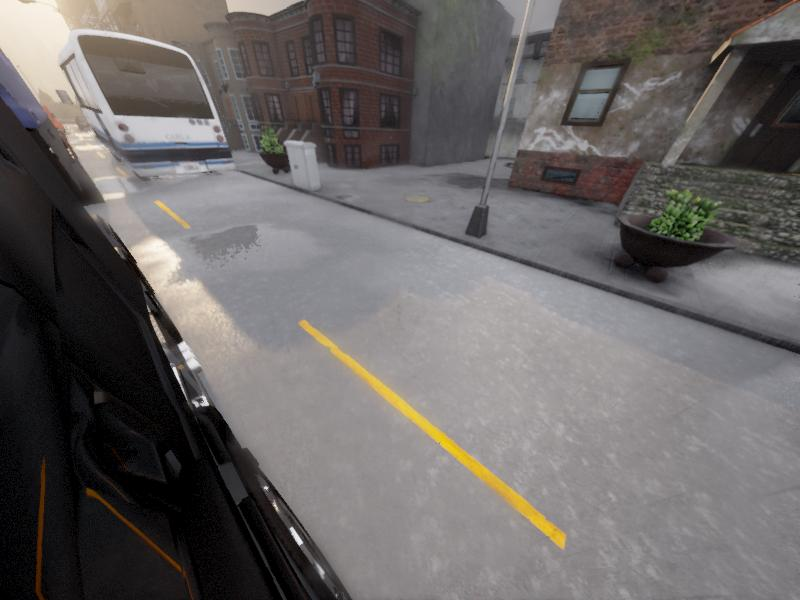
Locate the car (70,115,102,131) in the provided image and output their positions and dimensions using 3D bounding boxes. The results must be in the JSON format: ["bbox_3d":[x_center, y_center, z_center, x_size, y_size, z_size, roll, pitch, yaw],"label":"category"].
[{"bbox_3d":[-45.167,-25.491,33.200,4.856,1.649,2.033,29,44,31],"label":"car"}]

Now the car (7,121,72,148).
[{"bbox_3d":[-26.162,-12.138,16.923,4.181,1.385,1.994,29,44,31],"label":"car"}]

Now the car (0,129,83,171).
[{"bbox_3d":[-17.589,-7.459,11.329,4.718,1.301,1.895,29,44,31],"label":"car"}]

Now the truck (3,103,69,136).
[{"bbox_3d":[-37.865,-18.918,24.256,5.204,2.467,2.627,29,44,31],"label":"truck"}]

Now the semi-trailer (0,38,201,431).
[{"bbox_3d":[-8.669,-3.636,4.239,14.254,4.402,2.717,29,44,30],"label":"semi-trailer"}]

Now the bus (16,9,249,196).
[{"bbox_3d":[-11.996,-8.461,10.597,10.273,4.253,3.944,30,45,29],"label":"bus"}]

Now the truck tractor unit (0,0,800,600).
[{"bbox_3d":[-2.645,-0.295,0.351,6.516,4.208,3.053,28,44,30],"label":"truck tractor unit"}]
